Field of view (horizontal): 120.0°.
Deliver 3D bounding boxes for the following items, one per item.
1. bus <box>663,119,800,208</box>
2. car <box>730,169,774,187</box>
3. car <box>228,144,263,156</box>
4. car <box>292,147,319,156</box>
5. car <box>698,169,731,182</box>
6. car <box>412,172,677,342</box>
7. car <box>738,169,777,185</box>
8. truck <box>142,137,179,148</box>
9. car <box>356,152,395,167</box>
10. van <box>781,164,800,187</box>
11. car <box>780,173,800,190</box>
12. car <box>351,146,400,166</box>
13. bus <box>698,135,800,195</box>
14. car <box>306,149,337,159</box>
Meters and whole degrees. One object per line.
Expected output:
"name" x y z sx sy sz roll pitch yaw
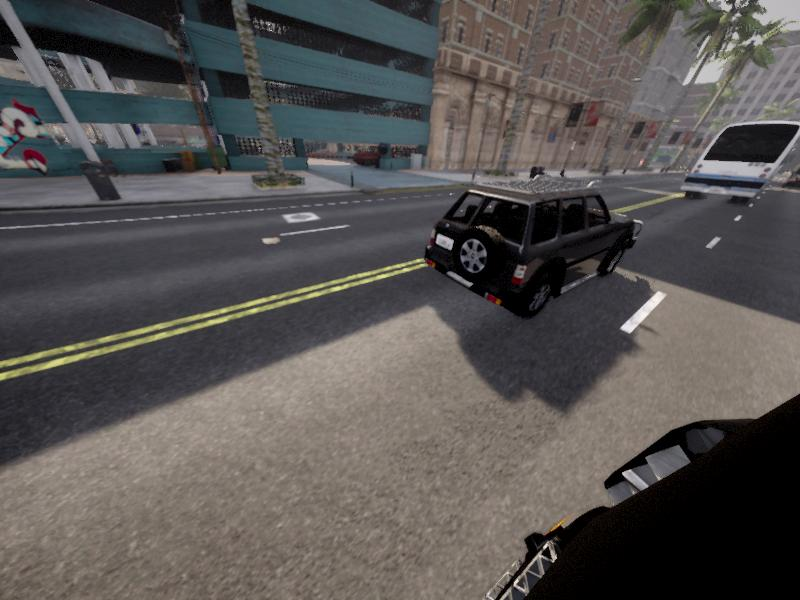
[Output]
"bus" 24.191 -9.643 16.467 10.273 4.253 3.944 -19 39 -29
"car" 42.881 -14.895 28.145 5.027 1.651 2.152 -19 39 -29
"car" -27.601 -26.873 41.392 4.902 1.511 2.128 -19 39 -29
"car" -20.332 -32.056 49.854 4.786 1.482 2.161 -19 39 -29
"car" 44.775 -17.753 32.857 4.181 1.385 1.994 -19 39 -29
"car" 2.720 -1.284 4.420 4.605 1.855 1.932 -18 39 -28
"car" 49.652 -17.194 32.112 5.027 1.651 2.152 -18 39 -28
"truck" -61.927 -40.821 59.932 6.274 2.098 2.390 -19 39 -29
"car" -3.044 -17.974 29.630 4.514 1.523 2.007 -19 39 -29
"van" 52.579 -16.233 30.021 5.915 2.561 1.988 -18 39 -29
"car" 46.318 -13.700 26.648 4.974 1.542 2.038 -19 39 -29
"car" -3.077 -18.285 29.387 5.566 2.045 2.435 -19 39 -29
"bus" 34.623 -13.222 22.632 10.273 4.253 3.944 -19 39 -29
"car" -14.166 -26.420 41.794 4.718 1.301 1.895 -19 39 -29
